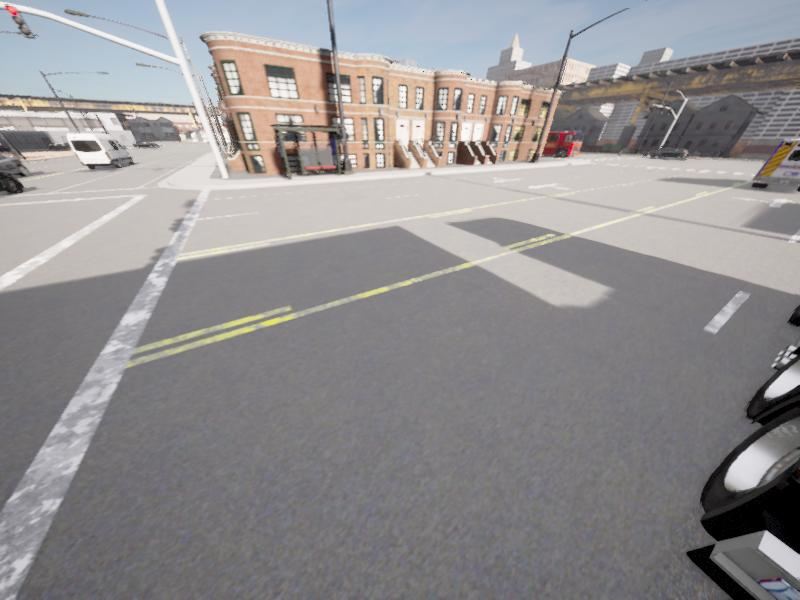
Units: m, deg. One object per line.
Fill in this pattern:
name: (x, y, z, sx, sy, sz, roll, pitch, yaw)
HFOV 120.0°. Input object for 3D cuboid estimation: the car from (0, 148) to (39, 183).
car: (-25.825, -8.205, 14.119, 1.930, 1.638, 5.238, -18, 39, -25)

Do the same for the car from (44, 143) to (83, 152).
car: (-67.808, -30.806, 46.637, 3.806, 1.475, 1.970, -20, 40, -25)

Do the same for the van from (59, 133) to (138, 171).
van: (-26.916, -13.588, 21.067, 1.988, 2.561, 5.915, -18, 39, -24)

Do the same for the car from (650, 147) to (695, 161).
car: (40.591, -21.855, 34.509, 1.789, 1.549, 3.705, -18, 39, -24)

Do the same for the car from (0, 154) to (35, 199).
car: (-18.746, -5.008, 9.622, 1.851, 1.617, 3.988, -15, 38, -21)

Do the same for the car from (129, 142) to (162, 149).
car: (-64.105, -39.007, 58.255, 4.902, 1.511, 2.128, -9, 36, -12)

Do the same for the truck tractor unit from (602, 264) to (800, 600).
truck tractor unit: (5.112, -0.298, 0.788, 6.516, 4.208, 3.053, -18, 39, -24)

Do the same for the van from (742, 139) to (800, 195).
van: (23.582, -7.872, 13.456, 6.366, 2.431, 2.351, -18, 39, -24)

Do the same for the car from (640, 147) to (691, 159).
car: (42.698, -23.730, 37.282, 1.837, 1.490, 4.892, -18, 38, -24)

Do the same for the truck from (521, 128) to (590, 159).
truck: (25.256, -26.033, 38.378, 2.891, 3.827, 8.468, -18, 39, -24)

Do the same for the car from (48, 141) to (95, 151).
car: (-69.583, -32.639, 49.037, 5.238, 1.638, 1.930, -20, 40, -25)
